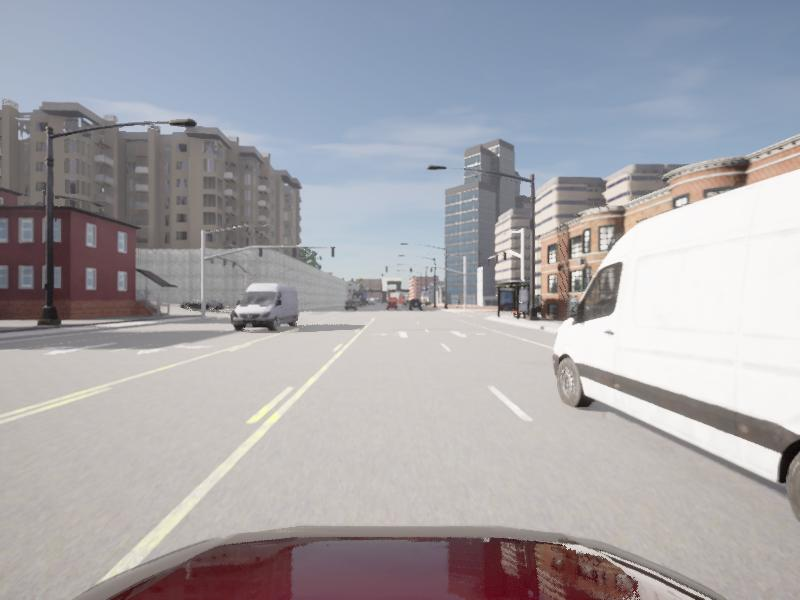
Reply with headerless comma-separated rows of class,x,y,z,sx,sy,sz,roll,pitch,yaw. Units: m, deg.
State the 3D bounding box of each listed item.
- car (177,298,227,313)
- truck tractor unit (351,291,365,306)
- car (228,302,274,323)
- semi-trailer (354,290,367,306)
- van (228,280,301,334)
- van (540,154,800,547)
car,-23.718,0.628,48.050,4.902,1.511,2.128,4,0,-1
truck tractor unit,-11.413,-0.390,109.371,3.053,4.208,6.516,0,0,-1
car,-11.014,0.906,29.949,1.812,1.442,4.674,0,0,-1
semi-trailer,-11.565,-0.479,117.282,2.717,4.402,14.254,0,0,-1
van,-7.232,0.349,22.117,1.988,2.561,5.915,0,0,0
van,3.553,0.326,4.115,1.988,2.561,5.915,0,0,-2
